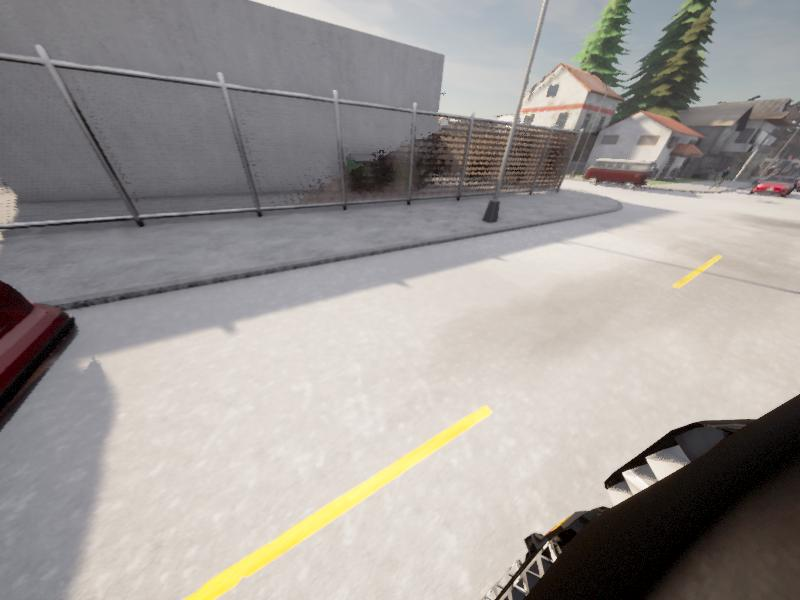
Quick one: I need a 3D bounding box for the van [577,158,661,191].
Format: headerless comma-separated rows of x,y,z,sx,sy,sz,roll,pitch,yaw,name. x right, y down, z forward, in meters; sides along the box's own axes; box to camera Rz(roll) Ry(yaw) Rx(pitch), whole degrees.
18.170,-10.651,19.462,1.775,1.987,4.442,-20,39,-30,van

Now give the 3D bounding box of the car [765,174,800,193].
40.402,-12.096,23.923,4.181,1.385,1.994,-17,38,-26,car

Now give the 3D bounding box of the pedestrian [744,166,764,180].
52.862,-18.959,34.482,0.751,1.860,0.751,-16,38,-26,pedestrian

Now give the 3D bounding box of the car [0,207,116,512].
-4.793,0.784,0.925,3.988,1.617,1.851,-16,38,-26,car

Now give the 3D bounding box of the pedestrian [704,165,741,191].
27.211,-10.297,19.533,0.751,1.860,0.751,14,35,16,pedestrian

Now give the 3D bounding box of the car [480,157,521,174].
12.019,-16.364,27.984,1.816,1.474,4.193,-16,38,-26,car

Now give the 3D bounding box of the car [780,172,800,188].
48.612,-14.521,28.046,3.633,1.501,1.845,-16,38,-26,car

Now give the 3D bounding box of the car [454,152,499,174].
8.581,-15.681,26.331,1.932,1.855,4.605,-15,38,-24,car

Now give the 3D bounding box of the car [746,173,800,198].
32.226,-9.810,19.727,4.514,1.525,2.007,-16,38,-26,car

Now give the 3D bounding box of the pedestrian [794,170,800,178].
83.957,-26.557,48.256,0.751,1.860,0.751,-10,36,-18,pedestrian
